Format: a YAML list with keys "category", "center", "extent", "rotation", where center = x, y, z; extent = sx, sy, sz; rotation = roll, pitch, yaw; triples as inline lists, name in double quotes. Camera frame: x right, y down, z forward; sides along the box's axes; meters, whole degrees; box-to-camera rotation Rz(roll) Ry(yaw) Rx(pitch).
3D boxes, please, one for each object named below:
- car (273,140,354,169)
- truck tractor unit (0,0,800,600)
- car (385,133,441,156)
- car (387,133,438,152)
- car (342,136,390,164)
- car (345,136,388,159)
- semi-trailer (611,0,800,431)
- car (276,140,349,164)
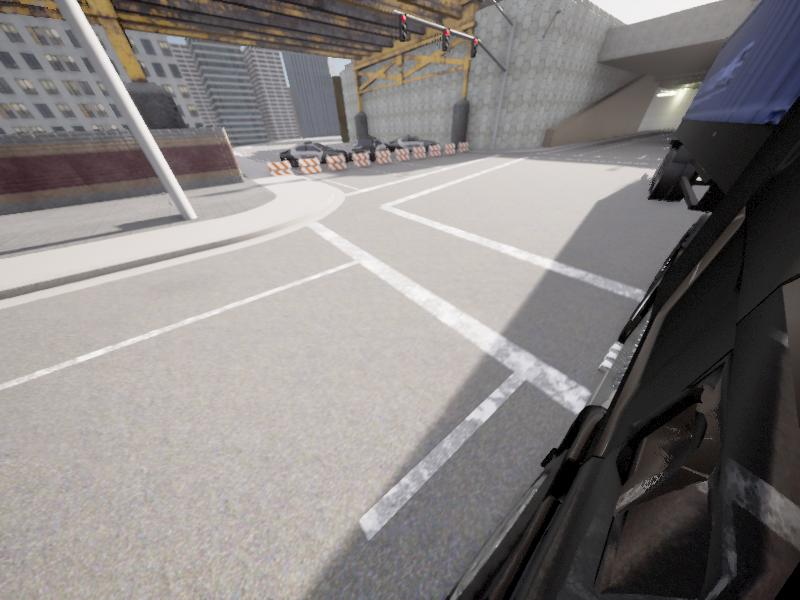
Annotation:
- category: "car"
  center: [-6.246, -10.823, 17.145]
  extent: [4.974, 1.542, 2.038]
  rotation: [2, 37, 6]
- category: "truck tractor unit"
  center: [2.645, -0.295, 0.351]
  extent: [6.516, 4.208, 3.053]
  rotation: [-28, 44, -30]
- category: "car"
  center: [1.173, -15.060, 22.354]
  extent: [4.974, 1.542, 2.038]
  rotation: [-7, 37, -6]
- category: "car"
  center: [1.116, -15.179, 22.255]
  extent: [4.536, 1.218, 1.853]
  rotation: [-7, 37, -6]
- category: "car"
  center: [-2.600, -12.616, 19.319]
  extent: [2.038, 1.542, 4.974]
  rotation: [8, 38, 14]
- category: "car"
  center: [-2.592, -12.772, 19.264]
  extent: [1.853, 1.218, 4.536]
  rotation: [8, 38, 14]
- category: "semi-trailer"
  center: [8.077, -3.964, 4.758]
  extent: [2.717, 4.402, 14.254]
  rotation: [27, 46, 33]
- category: "car"
  center: [-6.303, -10.950, 17.056]
  extent: [4.536, 1.218, 1.853]
  rotation: [2, 37, 6]
